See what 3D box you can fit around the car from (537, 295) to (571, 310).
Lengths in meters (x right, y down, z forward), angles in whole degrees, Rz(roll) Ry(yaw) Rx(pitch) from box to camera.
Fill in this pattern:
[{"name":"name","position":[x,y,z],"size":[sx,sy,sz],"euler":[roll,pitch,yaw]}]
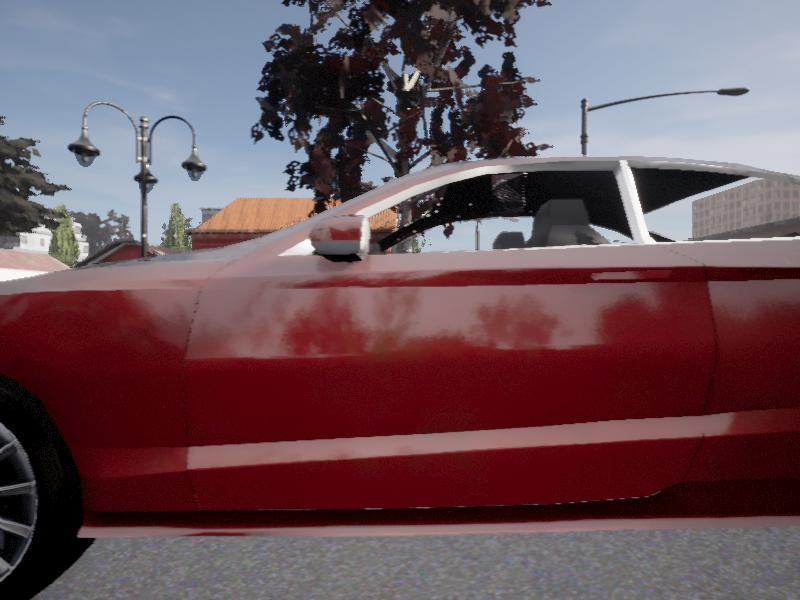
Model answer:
[{"name":"car","position":[16.052,0.257,41.876],"size":[1.970,1.475,3.806],"euler":[0,0,-1]}]

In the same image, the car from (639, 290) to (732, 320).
[{"name":"car","position":[15.746,0.240,22.475],"size":[1.837,1.490,4.892],"euler":[0,0,1]}]

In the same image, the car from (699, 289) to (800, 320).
[{"name":"car","position":[19.243,0.221,22.172],"size":[2.007,1.525,4.514],"euler":[0,0,1]}]

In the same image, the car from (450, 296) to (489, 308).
[{"name":"car","position":[9.411,0.249,54.600],"size":[4.902,1.511,2.128],"euler":[0,0,1]}]

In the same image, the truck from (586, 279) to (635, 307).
[{"name":"truck","position":[30.528,-0.921,58.593],"size":[2.891,3.827,8.468],"euler":[0,0,1]}]

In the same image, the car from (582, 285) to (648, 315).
[{"name":"car","position":[15.954,-0.036,30.105],"size":[2.150,2.045,5.566],"euler":[0,0,2]}]

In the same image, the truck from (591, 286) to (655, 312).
[{"name":"truck","position":[19.621,-0.060,35.643],"size":[2.390,2.098,6.274],"euler":[0,0,2]}]

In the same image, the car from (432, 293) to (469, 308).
[{"name":"car","position":[6.418,0.069,51.158],"size":[4.605,1.855,1.932],"euler":[0,0,1]}]

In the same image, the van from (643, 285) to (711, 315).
[{"name":"van","position":[19.372,-0.006,28.271],"size":[1.775,1.987,4.442],"euler":[0,0,1]}]

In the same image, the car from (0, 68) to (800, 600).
[{"name":"car","position":[0.389,0.181,2.196],"size":[5.027,1.651,2.152],"euler":[0,0,0]}]
